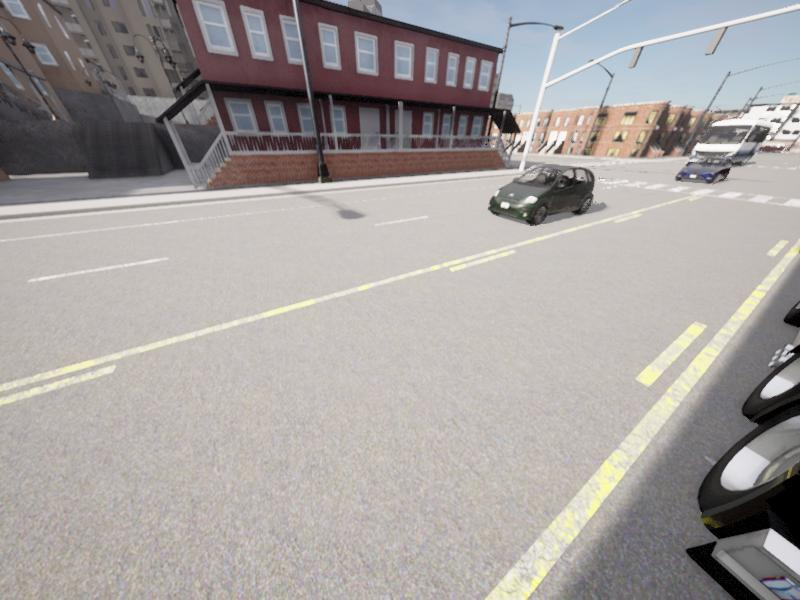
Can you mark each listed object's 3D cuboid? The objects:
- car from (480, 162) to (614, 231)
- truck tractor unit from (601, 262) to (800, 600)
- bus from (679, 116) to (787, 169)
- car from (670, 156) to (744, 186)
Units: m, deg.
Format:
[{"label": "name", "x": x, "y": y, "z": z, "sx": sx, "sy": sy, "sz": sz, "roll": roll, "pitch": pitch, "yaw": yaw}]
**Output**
[{"label": "car", "x": 5.142, "y": -3.841, "z": 8.193, "sx": 3.988, "sy": 1.617, "sz": 1.851, "roll": -18, "pitch": 39, "yaw": -24}, {"label": "truck tractor unit", "x": 5.129, "y": -0.276, "z": 0.793, "sx": 6.516, "sy": 4.208, "sz": 3.053, "roll": -18, "pitch": 40, "yaw": -25}, {"label": "bus", "x": 37.549, "y": -17.643, "z": 26.125, "sx": 10.273, "sy": 4.253, "sz": 3.944, "roll": -18, "pitch": 39, "yaw": -25}, {"label": "car", "x": 20.933, "y": -8.898, "z": 15.774, "sx": 4.193, "sy": 1.474, "sz": 1.816, "roll": -18, "pitch": 39, "yaw": -24}]
